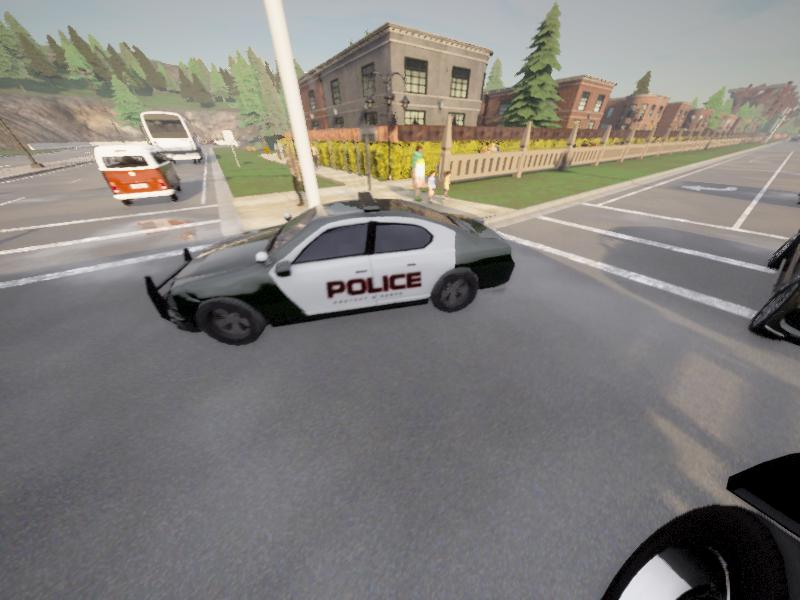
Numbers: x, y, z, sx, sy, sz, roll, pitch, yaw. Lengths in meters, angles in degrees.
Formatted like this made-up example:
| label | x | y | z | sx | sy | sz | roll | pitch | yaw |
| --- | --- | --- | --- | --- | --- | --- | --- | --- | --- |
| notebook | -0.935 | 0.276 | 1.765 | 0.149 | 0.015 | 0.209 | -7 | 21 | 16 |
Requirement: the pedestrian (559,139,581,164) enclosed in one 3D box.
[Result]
| label | x | y | z | sx | sy | sz | roll | pitch | yaw |
| --- | --- | --- | --- | --- | --- | --- | --- | --- | --- |
| pedestrian | 15.229 | -13.322 | 20.713 | 0.751 | 1.860 | 0.751 | -21 | 40 | -26 |

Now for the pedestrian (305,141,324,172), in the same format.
| label | x | y | z | sx | sy | sz | roll | pitch | yaw |
| --- | --- | --- | --- | --- | --- | --- | --- | --- | --- |
| pedestrian | -6.205 | -10.440 | 16.826 | 0.751 | 1.860 | 0.751 | -20 | 40 | -25 |

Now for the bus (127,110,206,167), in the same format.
| label | x | y | z | sx | sy | sz | roll | pitch | yaw |
| --- | --- | --- | --- | --- | --- | --- | --- | --- | --- |
| bus | -24.841 | -17.722 | 25.542 | 3.944 | 4.253 | 10.273 | -22 | 40 | -27 |

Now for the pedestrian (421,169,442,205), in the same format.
| label | x | y | z | sx | sy | sz | roll | pitch | yaw |
| --- | --- | --- | --- | --- | --- | --- | --- | --- | --- |
| pedestrian | 1.157 | -4.162 | 8.528 | 0.500 | 1.100 | 0.500 | 25 | 42 | 31 |

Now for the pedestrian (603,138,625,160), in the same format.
| label | x | y | z | sx | sy | sz | roll | pitch | yaw |
| --- | --- | --- | --- | --- | --- | --- | --- | --- | --- |
| pedestrian | 21.822 | -15.379 | 23.568 | 0.751 | 1.860 | 0.751 | -22 | 41 | -28 |

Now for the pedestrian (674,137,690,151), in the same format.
| label | x | y | z | sx | sy | sz | roll | pitch | yaw |
| --- | --- | --- | --- | --- | --- | --- | --- | --- | --- |
| pedestrian | 44.928 | -24.890 | 36.829 | 0.751 | 1.860 | 0.751 | -23 | 41 | -28 |

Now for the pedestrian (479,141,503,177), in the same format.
| label | x | y | z | sx | sy | sz | roll | pitch | yaw |
| --- | --- | --- | --- | --- | --- | --- | --- | --- | --- |
| pedestrian | 5.683 | -8.861 | 14.483 | 0.751 | 1.860 | 0.751 | -25 | 42 | -31 |

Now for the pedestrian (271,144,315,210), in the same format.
| label | x | y | z | sx | sy | sz | roll | pitch | yaw |
| --- | --- | --- | --- | --- | --- | --- | --- | --- | --- |
| pedestrian | -3.615 | -4.190 | 7.897 | 0.751 | 1.860 | 0.751 | -22 | 41 | -28 |

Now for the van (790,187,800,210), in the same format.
| label | x | y | z | sx | sy | sz | roll | pitch | yaw |
| --- | --- | --- | --- | --- | --- | --- | --- | --- | --- |
| van | 16.762 | -4.506 | 8.412 | 4.442 | 1.987 | 1.775 | -22 | 41 | -28 |

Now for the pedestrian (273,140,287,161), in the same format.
| label | x | y | z | sx | sy | sz | roll | pitch | yaw |
| --- | --- | --- | --- | --- | --- | --- | --- | --- | --- |
| pedestrian | -12.946 | -16.153 | 24.979 | 0.751 | 1.860 | 0.751 | -22 | 40 | -27 |

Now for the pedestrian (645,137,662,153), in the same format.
| label | x | y | z | sx | sy | sz | roll | pitch | yaw |
| --- | --- | --- | --- | --- | --- | --- | --- | --- | --- |
| pedestrian | 35.857 | -21.868 | 32.631 | 0.751 | 1.860 | 0.751 | -21 | 40 | -27 |

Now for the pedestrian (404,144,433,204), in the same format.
| label | x | y | z | sx | sy | sz | roll | pitch | yaw |
| --- | --- | --- | --- | --- | --- | --- | --- | --- | --- |
| pedestrian | 0.664 | -4.686 | 8.614 | 0.751 | 1.860 | 0.751 | 20 | 40 | 26 |

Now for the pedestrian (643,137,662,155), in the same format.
| label | x | y | z | sx | sy | sz | roll | pitch | yaw |
| --- | --- | --- | --- | --- | --- | --- | --- | --- | --- |
| pedestrian | 31.995 | -19.512 | 29.329 | 0.751 | 1.860 | 0.751 | -21 | 40 | -27 |

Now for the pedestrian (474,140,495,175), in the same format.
| label | x | y | z | sx | sy | sz | roll | pitch | yaw |
| --- | --- | --- | --- | --- | --- | --- | --- | --- | --- |
| pedestrian | 5.488 | -9.256 | 15.044 | 0.751 | 1.860 | 0.751 | 26 | 43 | 32 |

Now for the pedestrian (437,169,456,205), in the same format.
| label | x | y | z | sx | sy | sz | roll | pitch | yaw |
| --- | --- | --- | --- | --- | --- | --- | --- | --- | --- |
| pedestrian | 1.690 | -4.121 | 8.464 | 0.500 | 1.100 | 0.500 | 9 | 36 | 13 |

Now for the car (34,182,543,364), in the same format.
| label | x | y | z | sx | sy | sz | roll | pitch | yaw |
| --- | --- | --- | --- | --- | --- | --- | --- | --- | --- |
| car | -0.875 | -0.754 | 3.654 | 4.974 | 1.542 | 2.038 | -8 | 36 | -11 |

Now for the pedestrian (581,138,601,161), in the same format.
| label | x | y | z | sx | sy | sz | roll | pitch | yaw |
| --- | --- | --- | --- | --- | --- | --- | --- | --- | --- |
| pedestrian | 19.140 | -15.091 | 23.184 | 0.751 | 1.860 | 0.751 | -21 | 40 | -27 |

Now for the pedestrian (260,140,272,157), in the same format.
| label | x | y | z | sx | sy | sz | roll | pitch | yaw |
| --- | --- | --- | --- | --- | --- | --- | --- | --- | --- |
| pedestrian | -17.754 | -20.154 | 30.689 | 0.751 | 1.860 | 0.751 | -21 | 40 | -26 |

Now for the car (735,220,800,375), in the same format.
| label | x | y | z | sx | sy | sz | roll | pitch | yaw |
| --- | --- | --- | --- | --- | --- | --- | --- | --- | --- |
| car | 6.997 | -0.372 | 2.960 | 5.027 | 1.651 | 2.152 | -22 | 41 | -28 |

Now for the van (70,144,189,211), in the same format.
| label | x | y | z | sx | sy | sz | roll | pitch | yaw |
| --- | --- | --- | --- | --- | --- | --- | --- | --- | --- |
| van | -11.189 | -5.568 | 10.117 | 2.069 | 2.038 | 4.480 | -22 | 40 | -28 |

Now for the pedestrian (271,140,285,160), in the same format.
| label | x | y | z | sx | sy | sz | roll | pitch | yaw |
| --- | --- | --- | --- | --- | --- | --- | --- | --- | --- |
| pedestrian | -13.562 | -16.682 | 25.734 | 0.751 | 1.860 | 0.751 | -22 | 41 | -27 |

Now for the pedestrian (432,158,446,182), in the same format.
| label | x | y | z | sx | sy | sz | roll | pitch | yaw |
| --- | --- | --- | --- | --- | --- | --- | --- | --- | --- |
| pedestrian | 2.159 | -7.196 | 12.814 | 0.500 | 1.100 | 0.500 | -25 | 42 | -31 |

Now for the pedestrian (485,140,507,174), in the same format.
| label | x | y | z | sx | sy | sz | roll | pitch | yaw |
| --- | --- | --- | --- | --- | --- | --- | --- | --- | --- |
| pedestrian | 6.482 | -9.693 | 15.653 | 0.751 | 1.860 | 0.751 | -25 | 42 | -30 |

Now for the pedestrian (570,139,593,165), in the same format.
| label | x | y | z | sx | sy | sz | roll | pitch | yaw |
| --- | --- | --- | --- | --- | --- | --- | --- | --- | --- |
| pedestrian | 15.839 | -12.956 | 20.190 | 0.751 | 1.860 | 0.751 | -22 | 41 | -28 |
